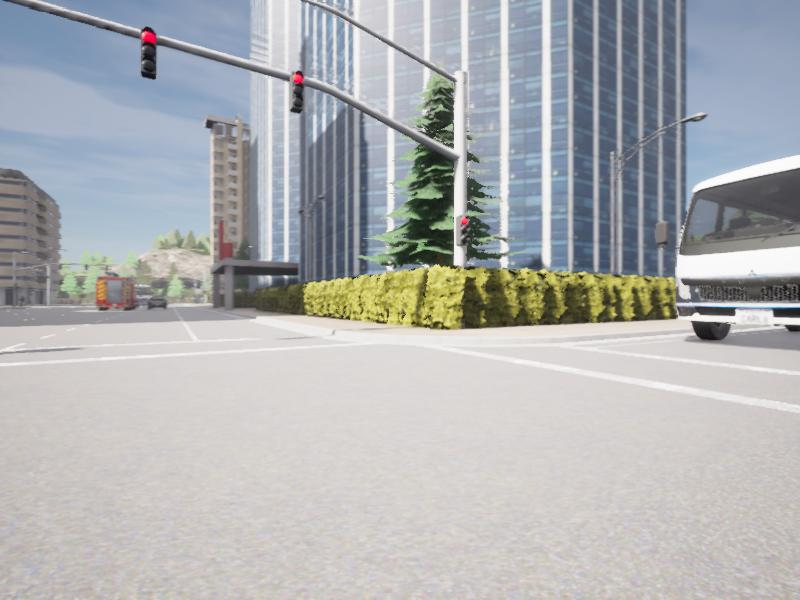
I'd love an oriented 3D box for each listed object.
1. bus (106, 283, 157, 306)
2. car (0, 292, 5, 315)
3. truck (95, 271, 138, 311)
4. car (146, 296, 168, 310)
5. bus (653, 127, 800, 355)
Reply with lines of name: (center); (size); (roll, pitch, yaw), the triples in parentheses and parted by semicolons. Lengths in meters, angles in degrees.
bus: (-52.473, -0.946, 78.025); (10.273, 4.253, 3.944); (0, 0, 28)
car: (-29.187, 0.243, 27.298); (2.033, 1.649, 4.856); (0, 0, -30)
truck: (-29.853, -0.815, 42.469); (2.891, 3.827, 8.468); (0, 0, -30)
car: (-28.070, 0.353, 46.370); (2.128, 1.511, 4.902); (0, 0, -30)
bus: (11.599, -1.098, 10.571); (10.273, 4.253, 3.944); (0, 0, -30)
